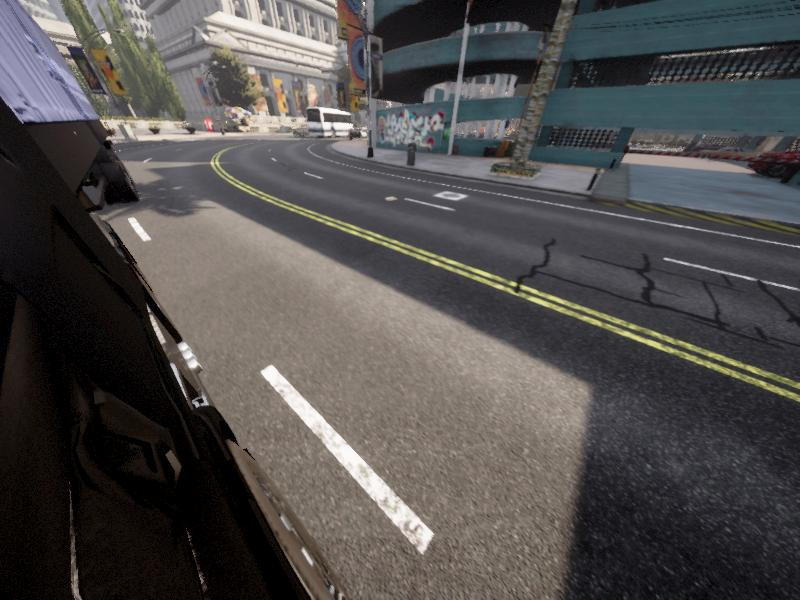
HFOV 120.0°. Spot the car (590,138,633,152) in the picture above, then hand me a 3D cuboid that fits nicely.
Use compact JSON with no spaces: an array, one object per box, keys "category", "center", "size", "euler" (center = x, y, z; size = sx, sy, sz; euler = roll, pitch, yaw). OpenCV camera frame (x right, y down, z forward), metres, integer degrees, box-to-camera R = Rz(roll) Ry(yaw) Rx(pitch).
[{"category":"car","center":[34.084,-25.136,37.332],"size":[4.902,1.511,2.128],"euler":[27,43,29]}]

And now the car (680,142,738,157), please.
[{"category":"car","center":[45.688,-22.376,34.329],"size":[4.786,1.482,2.161],"euler":[27,43,29]}]

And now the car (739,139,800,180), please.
[{"category":"car","center":[27.161,-8.891,14.805],"size":[5.566,2.045,2.435],"euler":[27,43,29]}]

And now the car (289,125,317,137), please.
[{"category":"car","center":[-18.977,-33.205,45.379],"size":[2.242,1.667,4.611],"euler":[17,39,19]}]

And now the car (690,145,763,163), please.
[{"category":"car","center":[38.093,-17.249,27.203],"size":[4.718,1.301,1.895],"euler":[27,43,29]}]

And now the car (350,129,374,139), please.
[{"category":"car","center":[-7.325,-32.621,45.322],"size":[2.038,1.542,4.974],"euler":[20,40,22]}]

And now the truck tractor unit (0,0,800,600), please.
[{"category":"truck tractor unit","center":[-2.645,-0.295,0.351],"size":[6.516,4.208,3.053],"euler":[28,44,30]}]

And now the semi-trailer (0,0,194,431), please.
[{"category":"semi-trailer","center":[-8.275,-3.852,4.617],"size":[2.717,4.402,14.254],"euler":[-29,47,-34]}]

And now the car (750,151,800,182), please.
[{"category":"car","center":[27.194,-8.555,15.012],"size":[4.514,1.523,2.007],"euler":[27,43,29]}]

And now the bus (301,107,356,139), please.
[{"category":"bus","center":[-12.605,-32.549,42.690],"size":[3.944,4.253,10.273],"euler":[15,39,16]}]
